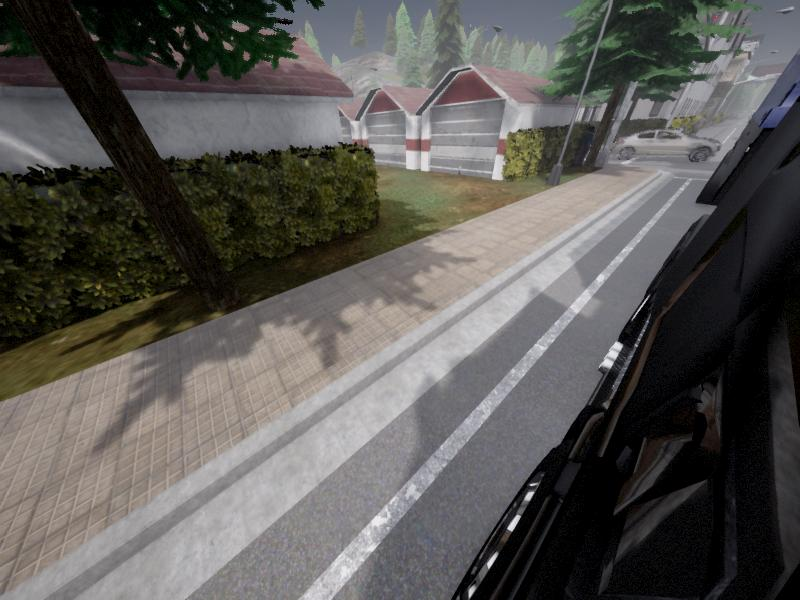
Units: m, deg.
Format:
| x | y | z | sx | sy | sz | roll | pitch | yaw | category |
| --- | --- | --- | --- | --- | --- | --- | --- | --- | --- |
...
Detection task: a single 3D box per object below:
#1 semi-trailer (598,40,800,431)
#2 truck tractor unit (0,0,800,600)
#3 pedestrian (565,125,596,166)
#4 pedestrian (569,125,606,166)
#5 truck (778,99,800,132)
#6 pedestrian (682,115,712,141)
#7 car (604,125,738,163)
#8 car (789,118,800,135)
| x | y | z | sx | sy | sz | roll | pitch | yaw | category |
| --- | --- | --- | --- | --- | --- | --- | --- | --- | --- |
| 8.677 | -3.622 | 4.246 | 14.254 | 4.402 | 2.717 | -28 | 44 | -30 | semi-trailer |
| 2.645 | -0.295 | 0.351 | 6.516 | 4.208 | 3.053 | -28 | 44 | -30 | truck tractor unit |
| 9.968 | -8.556 | 12.834 | 0.751 | 1.860 | 0.751 | 18 | 42 | 26 | pedestrian |
| 10.648 | -8.786 | 13.180 | 0.751 | 1.860 | 0.751 | -20 | 40 | -22 | pedestrian |
| 50.092 | -22.926 | 27.916 | 8.468 | 3.827 | 2.891 | -28 | 44 | -30 | truck |
| 26.364 | -15.274 | 20.536 | 0.751 | 1.860 | 0.751 | 18 | 41 | 25 | pedestrian |
| 16.549 | -9.814 | 14.601 | 5.027 | 1.651 | 2.152 | 26 | 46 | 34 | car |
| 43.332 | -18.352 | 24.147 | 4.974 | 1.542 | 2.038 | -28 | 44 | -30 | car |
